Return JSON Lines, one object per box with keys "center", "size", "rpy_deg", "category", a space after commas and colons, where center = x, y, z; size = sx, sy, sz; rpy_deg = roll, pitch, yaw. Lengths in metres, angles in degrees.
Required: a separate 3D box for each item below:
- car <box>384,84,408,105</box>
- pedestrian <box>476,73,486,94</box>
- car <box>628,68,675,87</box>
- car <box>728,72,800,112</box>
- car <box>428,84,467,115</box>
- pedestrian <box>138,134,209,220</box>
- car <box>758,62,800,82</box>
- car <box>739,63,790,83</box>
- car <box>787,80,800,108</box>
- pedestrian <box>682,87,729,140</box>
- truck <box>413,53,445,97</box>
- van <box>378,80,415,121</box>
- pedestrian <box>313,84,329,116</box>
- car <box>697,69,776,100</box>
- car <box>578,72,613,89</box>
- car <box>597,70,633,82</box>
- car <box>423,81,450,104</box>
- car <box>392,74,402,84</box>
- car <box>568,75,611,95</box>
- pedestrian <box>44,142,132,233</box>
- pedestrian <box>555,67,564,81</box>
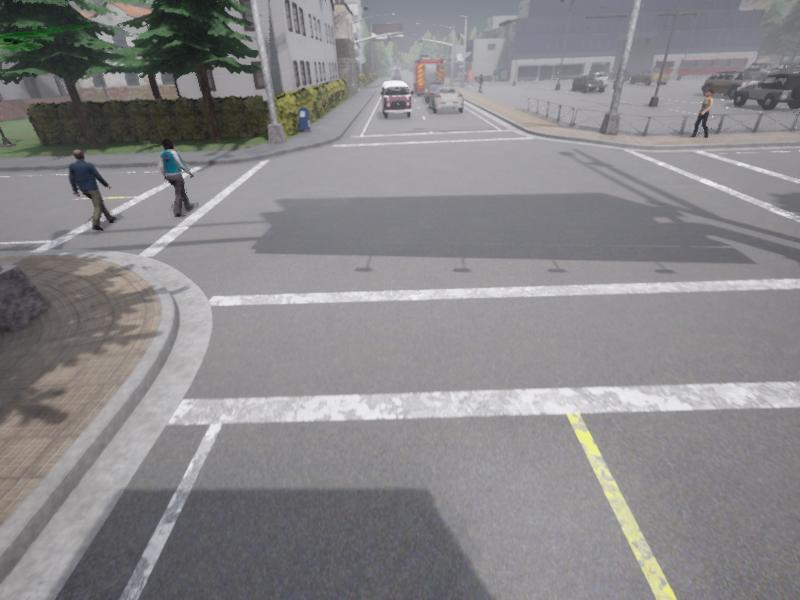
{"center": [-0.319, -18.613, 36.234], "size": [1.994, 1.385, 4.181], "rpy_deg": [-1, 31, 1], "category": "car"}
{"center": [8.450, -22.700, 41.885], "size": [0.751, 1.860, 0.751], "rpy_deg": [-3, 30, -2], "category": "pedestrian"}
{"center": [28.589, -25.468, 45.730], "size": [2.152, 1.636, 5.027], "rpy_deg": [-2, 30, 0], "category": "car"}
{"center": [22.385, -12.544, 23.971], "size": [1.905, 1.878, 3.866], "rpy_deg": [-2, 30, 0], "category": "car"}
{"center": [3.277, -14.504, 28.783], "size": [2.152, 1.651, 5.027], "rpy_deg": [-2, 30, 0], "category": "car"}
{"center": [-5.504, -3.011, 9.825], "size": [0.751, 1.860, 0.751], "rpy_deg": [6, 31, 13], "category": "pedestrian"}
{"center": [44.276, -26.206, 45.933], "size": [1.932, 1.855, 4.605], "rpy_deg": [-2, 30, 0], "category": "car"}
{"center": [41.375, -25.925, 45.590], "size": [1.905, 1.878, 3.866], "rpy_deg": [-2, 30, 0], "category": "car"}
{"center": [25.722, -12.091, 23.562], "size": [1.970, 1.475, 3.806], "rpy_deg": [-2, 30, 0], "category": "car"}
{"center": [12.290, -7.519, 16.159], "size": [0.751, 1.860, 0.751], "rpy_deg": [-2, 30, -1], "category": "pedestrian"}
{"center": [3.101, -24.938, 44.359], "size": [2.891, 3.827, 8.468], "rpy_deg": [-2, 30, 1], "category": "truck"}
{"center": [-0.298, -13.357, 26.635], "size": [2.069, 2.038, 4.480], "rpy_deg": [-4, 30, -3], "category": "van"}
{"center": [-5.399, -13.660, 27.316], "size": [0.751, 1.860, 0.751], "rpy_deg": [-2, 30, 0], "category": "pedestrian"}
{"center": [25.602, -16.613, 30.739], "size": [1.932, 1.855, 4.605], "rpy_deg": [-2, 30, 0], "category": "car"}
{"center": [22.180, -25.040, 45.541], "size": [1.970, 1.475, 3.806], "rpy_deg": [-2, 30, 0], "category": "car"}
{"center": [32.781, -34.254, 61.095], "size": [4.193, 1.474, 1.816], "rpy_deg": [-2, 30, 0], "category": "car"}
{"center": [3.194, -18.614, 35.862], "size": [2.038, 1.542, 4.974], "rpy_deg": [-2, 30, 1], "category": "car"}
{"center": [-0.589, -42.552, 76.831], "size": [1.837, 1.490, 4.892], "rpy_deg": [-2, 30, 1], "category": "car"}
{"center": [18.583, -21.299, 39.526], "size": [2.007, 1.523, 4.514], "rpy_deg": [-2, 30, 0], "category": "car"}
{"center": [-7.105, -2.581, 9.225], "size": [0.751, 1.860, 0.751], "rpy_deg": [-3, 30, -2], "category": "pedestrian"}
{"center": [25.967, -36.797, 65.099], "size": [0.751, 1.860, 0.751], "rpy_deg": [-5, 31, -5], "category": "pedestrian"}
